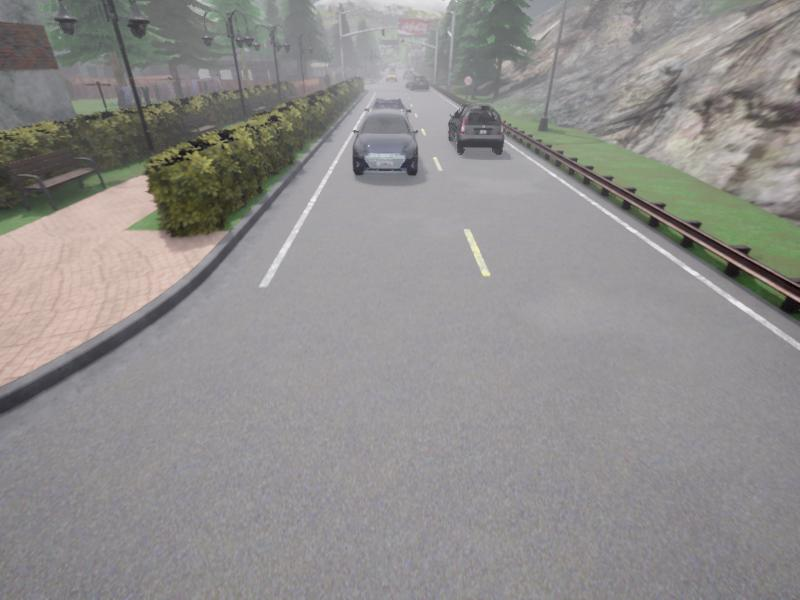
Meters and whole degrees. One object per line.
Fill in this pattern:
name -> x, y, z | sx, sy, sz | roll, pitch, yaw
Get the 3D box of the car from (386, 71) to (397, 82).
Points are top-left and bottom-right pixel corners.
car -> -1.497, -40.364, 72.157 | 1.801, 1.575, 5.366 | 0, 31, -1

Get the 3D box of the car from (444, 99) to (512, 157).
car -> 2.995, -7.065, 16.214 | 1.851, 1.617, 3.988 | 0, 31, -1

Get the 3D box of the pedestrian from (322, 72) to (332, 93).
pedestrian -> -7.422, -22.136, 40.771 | 0.751, 1.860, 0.751 | 0, 31, -1

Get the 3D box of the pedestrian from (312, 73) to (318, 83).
pedestrian -> -13.506, -35.292, 63.620 | 0.751, 1.300, 0.751 | 2, 31, 2

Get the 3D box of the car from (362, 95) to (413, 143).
car -> -0.558, -8.706, 18.984 | 2.128, 1.511, 4.902 | 0, 31, -1

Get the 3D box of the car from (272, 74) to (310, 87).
car -> -15.630, -31.701, 57.698 | 4.892, 1.490, 1.837 | 1, 31, 1

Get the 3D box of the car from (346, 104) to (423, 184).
car -> -0.455, -5.282, 13.096 | 2.033, 1.649, 4.856 | 0, 31, -1

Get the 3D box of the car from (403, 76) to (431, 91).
car -> 2.125, -27.998, 51.798 | 2.242, 1.667, 4.611 | -7, 29, -13
